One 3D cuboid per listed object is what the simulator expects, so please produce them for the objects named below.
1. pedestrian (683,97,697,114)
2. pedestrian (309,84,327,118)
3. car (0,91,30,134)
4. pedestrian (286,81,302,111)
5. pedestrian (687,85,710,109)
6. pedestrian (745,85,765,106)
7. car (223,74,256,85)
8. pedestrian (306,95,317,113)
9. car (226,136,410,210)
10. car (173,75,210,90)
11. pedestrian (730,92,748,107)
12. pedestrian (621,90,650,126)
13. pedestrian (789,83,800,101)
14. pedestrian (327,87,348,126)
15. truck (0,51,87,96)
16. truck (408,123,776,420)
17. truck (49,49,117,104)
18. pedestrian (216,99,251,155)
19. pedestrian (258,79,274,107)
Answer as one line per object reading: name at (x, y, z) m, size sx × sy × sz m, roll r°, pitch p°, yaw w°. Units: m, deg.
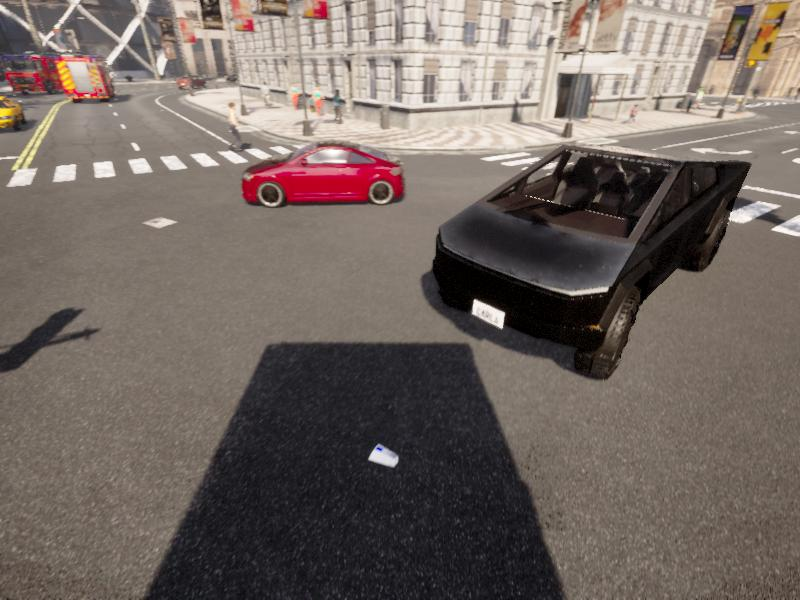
pedestrian at (22.618, -15.175, 31.190) m, size 0.500 × 1.100 × 0.500 m, roll -25°, pitch 39°, yaw -36°
pedestrian at (-5.124, -12.438, 25.011) m, size 0.751 × 1.860 × 0.751 m, roll -17°, pitch 35°, yaw -28°
car at (-20.712, -9.657, 20.461) m, size 1.801 × 1.575 × 5.366 m, roll -18°, pitch 35°, yaw -29°
pedestrian at (-7.538, -14.540, 28.545) m, size 0.751 × 1.860 × 0.751 m, roll -11°, pitch 32°, yaw -20°
pedestrian at (25.782, -17.568, 34.619) m, size 0.751 × 1.860 × 0.751 m, roll -5°, pitch 31°, yaw -9°
pedestrian at (36.927, -21.285, 41.583) m, size 0.751 × 1.860 × 0.751 m, roll -17°, pitch 35°, yaw -28°
car at (-27.218, -37.440, 67.945) m, size 1.837 × 1.490 × 4.892 m, roll 18°, pitch 34°, yaw 27°
pedestrian at (-6.091, -13.487, 27.535) m, size 0.500 × 1.100 × 0.500 m, roll -18°, pitch 35°, yaw -29°
car at (-1.953, -3.366, 10.397) m, size 4.181 × 1.385 × 1.994 m, roll -2°, pitch 30°, yaw -5°
car at (-28.388, -29.740, 54.610) m, size 2.152 × 1.651 × 5.027 m, roll 2°, pitch 30°, yaw 2°
pedestrian at (33.369, -19.730, 39.381) m, size 0.751 × 1.300 × 0.751 m, roll -17°, pitch 35°, yaw -28°
pedestrian at (14.045, -11.492, 23.900) m, size 0.751 × 1.860 × 0.751 m, roll -20°, pitch 36°, yaw -31°
pedestrian at (47.054, -24.495, 47.190) m, size 0.751 × 1.860 × 0.751 m, roll -8°, pitch 31°, yaw -15°
pedestrian at (-3.410, -10.628, 21.956) m, size 0.751 × 1.860 × 0.751 m, roll -24°, pitch 39°, yaw -36°
truck at (-37.954, -24.299, 42.851) m, size 2.891 × 3.827 × 8.468 m, roll -4°, pitch 31°, yaw -8°
truck at (3.222, -1.209, 6.116) m, size 6.274 × 2.098 × 2.390 m, roll -25°, pitch 39°, yaw -37°
truck at (-28.117, -20.147, 36.002) m, size 2.891 × 3.827 × 8.468 m, roll -14°, pitch 34°, yaw -24°
pedestrian at (-6.369, -6.657, 15.379) m, size 0.751 × 1.860 × 0.751 m, roll -19°, pitch 36°, yaw -30°
pedestrian at (-10.443, -16.145, 31.217) m, size 0.751 × 1.860 × 0.751 m, roll -18°, pitch 35°, yaw -29°
